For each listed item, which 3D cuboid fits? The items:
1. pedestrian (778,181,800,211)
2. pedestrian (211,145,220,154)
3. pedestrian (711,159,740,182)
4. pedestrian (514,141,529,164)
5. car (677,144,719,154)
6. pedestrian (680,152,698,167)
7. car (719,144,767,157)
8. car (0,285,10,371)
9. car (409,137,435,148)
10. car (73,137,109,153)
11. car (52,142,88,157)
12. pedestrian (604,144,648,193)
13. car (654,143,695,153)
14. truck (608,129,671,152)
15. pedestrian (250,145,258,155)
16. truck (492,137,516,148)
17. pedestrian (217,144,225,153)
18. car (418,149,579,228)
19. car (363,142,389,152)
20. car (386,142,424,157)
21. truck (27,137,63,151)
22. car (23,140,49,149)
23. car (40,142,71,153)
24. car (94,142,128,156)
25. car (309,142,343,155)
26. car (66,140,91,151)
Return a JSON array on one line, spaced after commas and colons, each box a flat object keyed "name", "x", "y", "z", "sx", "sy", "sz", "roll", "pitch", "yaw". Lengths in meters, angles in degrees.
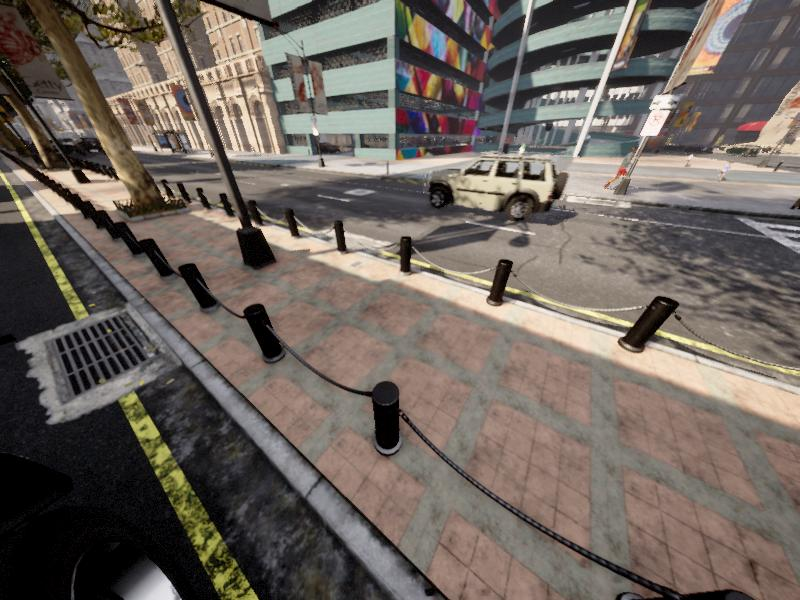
[{"name": "pedestrian", "x": 14.381, "y": -4.054, "z": 7.845, "sx": 0.751, "sy": 1.860, "sz": 0.751, "roll": -27, "pitch": 43, "yaw": -33}, {"name": "pedestrian", "x": -25.899, "y": -21.116, "z": 32.446, "sx": 0.500, "sy": 1.100, "sz": 0.500, "roll": 28, "pitch": 43, "yaw": 33}, {"name": "pedestrian", "x": 19.211, "y": -7.648, "z": 13.638, "sx": 0.500, "sy": 1.100, "sz": 0.500, "roll": -24, "pitch": 42, "yaw": -30}, {"name": "pedestrian", "x": 11.762, "y": -14.331, "z": 22.412, "sx": 0.751, "sy": 1.860, "sz": 0.751, "roll": 11, "pitch": 37, "yaw": 15}, {"name": "car", "x": 53.604, "y": -27.230, "z": 41.716, "sx": 1.994, "sy": 1.385, "sz": 4.181, "roll": -3, "pitch": 35, "yaw": -4}, {"name": "pedestrian", "x": 25.502, "y": -12.372, "z": 20.384, "sx": 0.500, "sy": 1.100, "sz": 0.500, "roll": 25, "pitch": 42, "yaw": 31}, {"name": "car", "x": 53.186, "y": -23.279, "z": 35.960, "sx": 1.789, "sy": 1.549, "sz": 3.705, "roll": 5, "pitch": 35, "yaw": 6}, {"name": "car", "x": -7.230, "y": -0.072, "z": 2.683, "sx": 4.792, "sy": 1.488, "sz": 2.163, "roll": 21, "pitch": 40, "yaw": 27}, {"name": "car", "x": 5.230, "y": -37.941, "z": 55.679, "sx": 5.566, "sy": 2.045, "sz": 2.435, "roll": 21, "pitch": 40, "yaw": 27}, {"name": "car", "x": -50.494, "y": -25.314, "z": 37.728, "sx": 5.566, "sy": 2.045, "sz": 2.150, "roll": 21, "pitch": 40, "yaw": 27}, {"name": "car", "x": -44.596, "y": -20.340, "z": 31.176, "sx": 4.892, "sy": 1.490, "sz": 1.837, "roll": 21, "pitch": 40, "yaw": 28}, {"name": "pedestrian", "x": 10.428, "y": -6.091, "z": 10.709, "sx": 0.751, "sy": 1.860, "sz": 0.751, "roll": 28, "pitch": 44, "yaw": 33}, {"name": "car", "x": 56.137, "y": -31.260, "z": 47.406, "sx": 2.128, "sy": 1.511, "sz": 4.902, "roll": -7, "pitch": 36, "yaw": -10}, {"name": "truck", "x": 51.335, "y": -34.587, "z": 50.022, "sx": 2.891, "sy": 3.827, "sz": 8.468, "roll": -11, "pitch": 37, "yaw": -16}, {"name": "pedestrian", "x": -20.118, "y": -20.669, "z": 31.850, "sx": 0.500, "sy": 1.100, "sz": 0.500, "roll": 10, "pitch": 36, "yaw": 14}, {"name": "truck", "x": 28.617, "y": -43.618, "z": 63.864, "sx": 5.204, "sy": 2.467, "sz": 2.627, "roll": 21, "pitch": 40, "yaw": 27}, {"name": "pedestrian", "x": -27.428, "y": -23.245, "z": 35.457, "sx": 0.500, "sy": 1.100, "sz": 0.500, "roll": 28, "pitch": 44, "yaw": 33}, {"name": "car", "x": 3.165, "y": -4.146, "z": 8.190, "sx": 4.605, "sy": 1.855, "sz": 1.932, "roll": 22, "pitch": 40, "yaw": 27}, {"name": "car", "x": -4.436, "y": -28.519, "z": 42.995, "sx": 4.718, "sy": 1.301, "sz": 1.895, "roll": 21, "pitch": 40, "yaw": 27}, {"name": "car", "x": 0.638, "y": -21.401, "z": 32.773, "sx": 4.902, "sy": 1.511, "sz": 2.128, "roll": 21, "pitch": 40, "yaw": 27}, {"name": "truck", "x": -64.777, "y": -28.522, "z": 42.129, "sx": 6.274, "sy": 2.098, "sz": 2.390, "roll": 21, "pitch": 40, "yaw": 27}, {"name": "car", "x": -79.571, "y": -34.026, "z": 50.504, "sx": 5.027, "sy": 1.651, "sz": 2.152, "roll": 21, "pitch": 40, "yaw": 27}, {"name": "car", "x": -55.284, "y": -24.498, "z": 37.100, "sx": 4.181, "sy": 1.385, "sz": 1.994, "roll": 21, "pitch": 40, "yaw": 27}, {"name": "car", "x": -40.362, "y": -21.098, "z": 32.302, "sx": 3.806, "sy": 1.475, "sz": 1.970, "roll": 22, "pitch": 40, "yaw": 27}, {"name": "car", "x": -11.273, "y": -23.178, "z": 35.283, "sx": 4.786, "sy": 1.482, "sz": 2.161, "roll": 21, "pitch": 40, "yaw": 27}, {"name": "car", "x": -60.294, "y": -28.976, "z": 43.267, "sx": 3.705, "sy": 1.549, "sz": 1.789, "roll": 21, "pitch": 40, "yaw": 27}]
